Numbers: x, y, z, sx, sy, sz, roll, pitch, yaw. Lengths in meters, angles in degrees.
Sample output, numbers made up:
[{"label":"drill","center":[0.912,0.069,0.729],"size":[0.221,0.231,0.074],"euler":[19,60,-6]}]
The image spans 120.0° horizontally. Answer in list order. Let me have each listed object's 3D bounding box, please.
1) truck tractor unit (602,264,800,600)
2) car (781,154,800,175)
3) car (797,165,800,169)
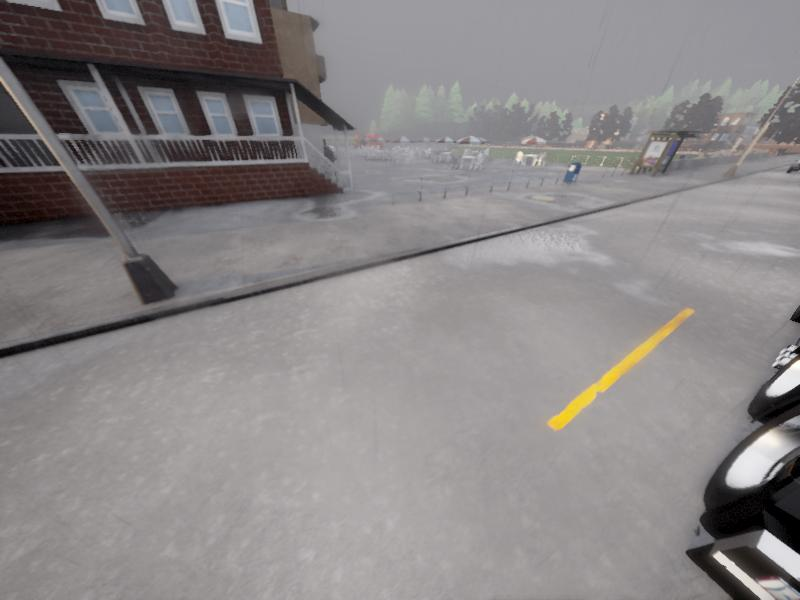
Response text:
[{"label":"truck tractor unit","center":[5.109,-0.303,0.780],"size":[6.516,4.208,3.053],"euler":[-18,39,-24]},{"label":"car","center":[35.477,-11.636,19.773],"size":[5.357,1.411,2.033],"euler":[-18,39,-24]},{"label":"car","center":[42.254,-13.899,22.961],"size":[4.514,1.525,2.007],"euler":[-18,39,-24]}]
